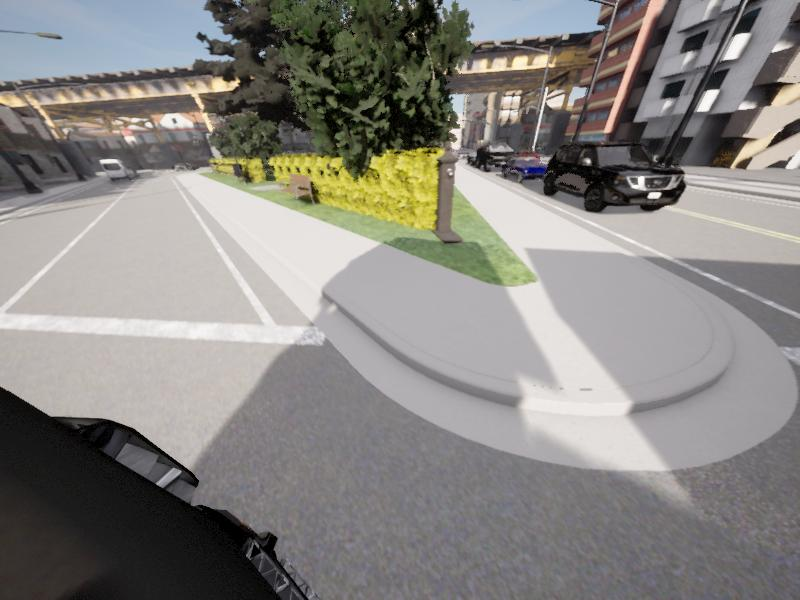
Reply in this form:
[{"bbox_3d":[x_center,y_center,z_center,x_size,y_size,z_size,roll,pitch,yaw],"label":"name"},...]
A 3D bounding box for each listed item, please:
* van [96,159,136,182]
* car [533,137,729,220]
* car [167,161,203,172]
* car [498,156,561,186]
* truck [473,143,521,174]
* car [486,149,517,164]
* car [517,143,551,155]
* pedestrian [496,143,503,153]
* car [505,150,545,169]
[{"bbox_3d":[-39.635,-18.262,32.455,1.988,2.561,5.915,-27,40,-31],"label":"van"},{"bbox_3d":[7.738,-4.923,8.985,2.150,2.045,5.566,0,33,5],"label":"car"},{"bbox_3d":[-44.044,-27.340,47.378,5.238,1.638,1.930,0,33,4],"label":"car"},{"bbox_3d":[8.246,-8.656,15.287,1.895,1.301,4.718,0,34,5],"label":"car"},{"bbox_3d":[8.795,-13.436,21.762,2.390,2.098,6.274,0,34,5],"label":"truck"},{"bbox_3d":[12.937,-18.633,29.878,2.163,1.488,4.792,-1,33,3],"label":"car"},{"bbox_3d":[25.970,-29.366,44.987,5.238,1.638,1.930,0,33,4],"label":"car"},{"bbox_3d":[22.860,-34.920,53.138,0.751,1.860,0.751,-12,34,-13],"label":"pedestrian"},{"bbox_3d":[12.422,-14.310,23.399,1.812,1.442,4.674,0,33,5],"label":"car"}]
